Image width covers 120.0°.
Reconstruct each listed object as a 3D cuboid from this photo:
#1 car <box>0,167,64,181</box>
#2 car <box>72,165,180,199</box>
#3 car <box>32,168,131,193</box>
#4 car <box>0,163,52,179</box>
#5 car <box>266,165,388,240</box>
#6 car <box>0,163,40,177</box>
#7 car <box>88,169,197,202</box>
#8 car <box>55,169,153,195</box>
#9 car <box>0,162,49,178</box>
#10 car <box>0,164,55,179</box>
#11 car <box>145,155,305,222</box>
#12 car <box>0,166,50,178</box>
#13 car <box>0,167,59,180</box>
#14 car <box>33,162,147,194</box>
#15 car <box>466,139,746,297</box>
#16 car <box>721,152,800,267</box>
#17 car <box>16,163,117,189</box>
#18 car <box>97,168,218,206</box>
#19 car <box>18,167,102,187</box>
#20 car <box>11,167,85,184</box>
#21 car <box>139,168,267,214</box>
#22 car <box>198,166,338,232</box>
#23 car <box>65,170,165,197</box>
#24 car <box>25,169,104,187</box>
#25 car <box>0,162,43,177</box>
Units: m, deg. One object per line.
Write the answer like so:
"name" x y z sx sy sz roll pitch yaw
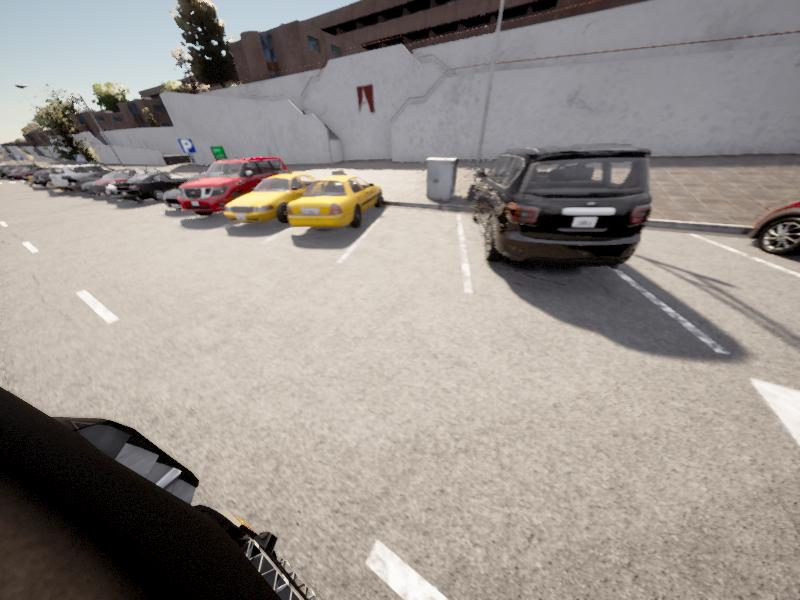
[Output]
"car" -56.578 -19.571 35.704 2.163 1.488 4.792 5 34 9
"car" -20.214 -9.033 17.485 2.185 1.767 4.553 4 34 9
"car" -30.636 -11.808 22.614 1.946 1.575 5.366 4 34 9
"car" -64.326 -22.178 39.542 1.878 1.987 4.442 4 34 9
"car" -2.027 -3.856 8.465 1.946 1.575 5.366 4 34 10
"car" -72.100 -24.359 43.198 1.878 1.987 4.442 5 34 9
"car" -17.619 -8.140 16.236 2.002 1.452 4.674 4 34 9
"car" -25.410 -10.393 20.194 2.163 1.488 4.792 4 34 10
"car" -69.505 -23.659 41.974 2.435 2.045 5.566 5 34 9
"car" -61.767 -21.244 38.193 2.185 1.767 4.553 4 34 9
"car" -7.252 -5.424 10.783 2.435 2.045 5.566 4 34 9
"car" -66.921 -22.692 40.849 2.231 1.521 4.892 4 34 9
"car" -59.179 -20.351 37.024 2.002 1.452 4.674 4 34 9
"car" -28.014 -11.376 21.347 2.435 2.045 5.566 4 34 10
"car" 3.121 -2.495 5.576 2.435 2.045 5.566 4 34 10
"car" 8.309 -0.863 2.976 2.185 1.767 4.553 4 34 10
"car" -35.806 -13.618 25.207 2.435 2.045 5.566 5 34 9
"car" -15.032 -7.432 14.891 2.097 1.535 5.008 3 33 10
"car" -40.970 -15.070 28.113 1.946 1.575 5.366 4 34 9
"car" -46.192 -16.473 30.540 2.163 1.488 4.792 5 34 9
"car" -9.839 -5.925 12.252 2.163 1.488 4.792 4 34 10
"car" -4.679 -4.394 9.472 1.946 1.575 5.366 4 34 10
"car" -22.806 -9.618 18.865 2.002 1.452 4.674 4 34 9
"car" -38.394 -14.165 26.692 2.002 1.452 4.674 5 34 9
"car" -74.666 -25.232 44.589 2.435 2.045 5.566 4 34 9
